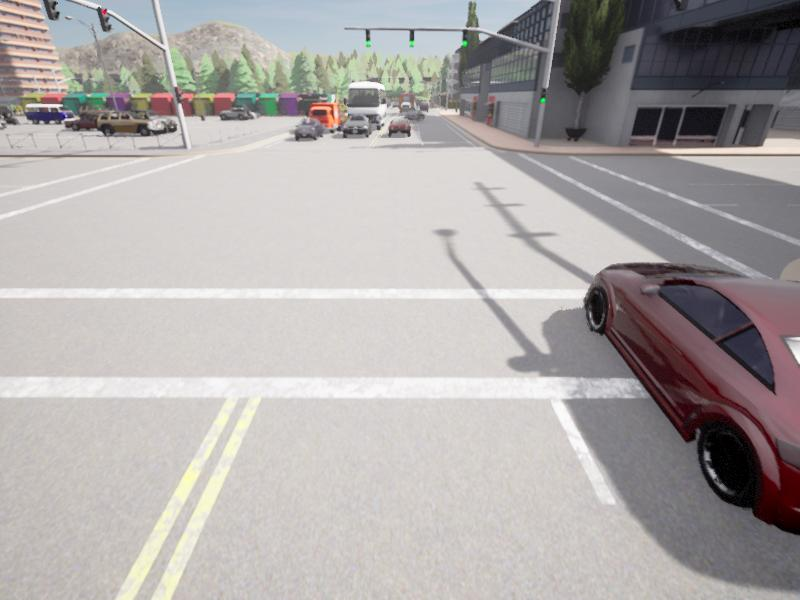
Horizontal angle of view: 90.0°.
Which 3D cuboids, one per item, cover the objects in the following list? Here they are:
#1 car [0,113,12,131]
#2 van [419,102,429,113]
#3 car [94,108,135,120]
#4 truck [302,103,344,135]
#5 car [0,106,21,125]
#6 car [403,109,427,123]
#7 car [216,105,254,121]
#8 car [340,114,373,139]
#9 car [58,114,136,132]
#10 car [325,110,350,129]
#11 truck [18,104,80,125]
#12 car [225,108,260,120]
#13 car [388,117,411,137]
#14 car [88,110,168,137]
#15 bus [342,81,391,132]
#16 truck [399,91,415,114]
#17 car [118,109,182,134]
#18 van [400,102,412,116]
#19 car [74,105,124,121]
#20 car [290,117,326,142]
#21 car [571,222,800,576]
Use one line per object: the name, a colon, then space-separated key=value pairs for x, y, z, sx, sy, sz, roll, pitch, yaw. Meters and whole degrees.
car: x=-38.803 y=-16.343 z=36.814 sx=3.806 sy=1.475 sz=1.970 roll=0 pitch=27 yaw=0
van: x=4.978 y=-40.072 z=83.111 sx=1.775 sy=1.987 sz=4.442 roll=1 pitch=27 yaw=1
car: x=-38.787 y=-25.362 z=54.433 sx=3.905 sy=1.438 sz=1.784 roll=0 pitch=27 yaw=0
truck: x=-6.954 y=-16.825 z=36.966 sx=2.627 sy=2.467 sz=5.204 roll=1 pitch=27 yaw=1
car: x=-45.197 y=-20.505 z=44.441 sx=3.866 sy=1.878 sz=1.905 roll=0 pitch=27 yaw=0
car: x=2.025 y=-24.437 z=53.094 sx=2.033 sy=1.411 sz=5.357 roll=6 pitch=28 yaw=12
car: x=-21.337 y=-24.213 z=51.749 sx=3.866 sy=1.878 sz=1.905 roll=0 pitch=27 yaw=0
car: x=-3.547 y=-14.659 z=33.656 sx=2.152 sy=1.651 sz=5.027 roll=0 pitch=27 yaw=0
car: x=-27.777 y=-16.336 z=36.802 sx=5.357 sy=1.415 sz=2.033 roll=0 pitch=27 yaw=0
car: x=-6.756 y=-19.810 z=43.801 sx=1.801 sy=1.575 sz=5.366 roll=1 pitch=27 yaw=1
truck: x=-38.817 y=-20.586 z=44.394 sx=4.478 sy=2.038 sz=2.069 roll=0 pitch=27 yaw=0
car: x=-21.320 y=-25.315 z=54.437 sx=3.806 sy=1.475 sz=1.970 roll=0 pitch=27 yaw=0
car: x=0.000 y=-15.222 z=35.124 sx=1.895 sy=1.301 sz=4.718 roll=1 pitch=27 yaw=1
car: x=-21.402 y=-13.987 z=31.687 sx=4.605 sy=1.855 sz=1.932 roll=0 pitch=27 yaw=0
bus: x=-3.174 y=-20.301 z=41.830 sx=3.944 sy=4.253 sz=10.273 roll=1 pitch=27 yaw=1
truck: x=1.330 y=-38.406 z=77.807 sx=2.891 sy=3.827 sz=8.468 roll=1 pitch=27 yaw=1
car: x=-21.342 y=-15.299 z=34.267 sx=3.866 sy=1.878 sz=1.905 roll=0 pitch=27 yaw=0
van: x=1.059 y=-33.233 z=69.639 sx=2.069 sy=2.038 sz=4.480 roll=1 pitch=27 yaw=1
car: x=-38.857 y=-24.234 z=51.757 sx=4.605 sy=1.855 sz=1.932 roll=0 pitch=27 yaw=0
car: x=-7.073 y=-13.320 z=31.126 sx=1.845 sy=1.501 sz=3.633 roll=0 pitch=27 yaw=1
car: x=3.705 y=0.423 z=4.367 sx=1.994 sy=1.385 sz=4.181 roll=1 pitch=27 yaw=3
